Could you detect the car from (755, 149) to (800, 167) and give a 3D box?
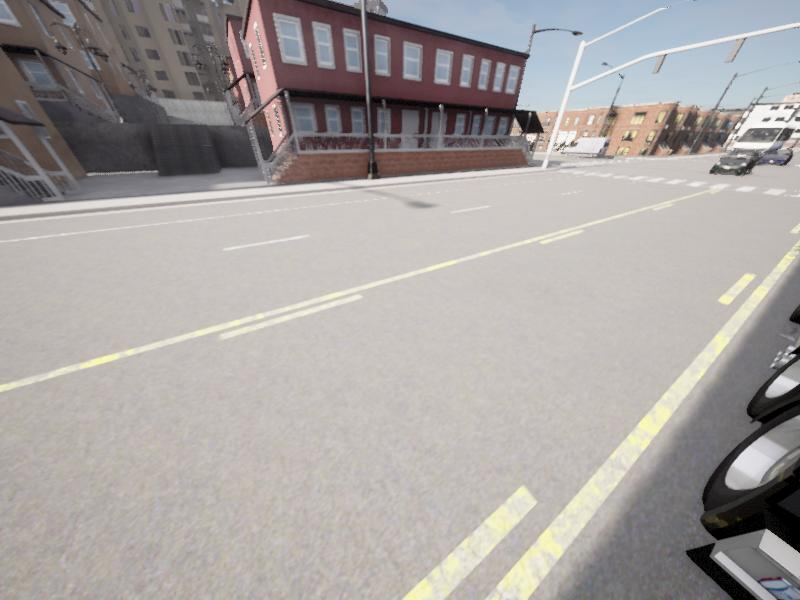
[{"bbox_3d":[42.454,-15.980,25.958,4.193,1.474,1.816,-18,39,-24],"label":"car"}]

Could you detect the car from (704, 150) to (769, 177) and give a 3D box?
[{"bbox_3d":[27.187,-11.054,18.661,3.988,1.617,1.851,-18,39,-24],"label":"car"}]

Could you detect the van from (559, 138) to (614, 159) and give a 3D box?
[{"bbox_3d":[28.791,-23.727,36.050,1.988,2.561,5.915,-18,39,-24],"label":"van"}]

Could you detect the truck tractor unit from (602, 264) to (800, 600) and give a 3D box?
[{"bbox_3d":[5.119,-0.288,0.794,6.516,4.208,3.053,-18,39,-24],"label":"truck tractor unit"}]

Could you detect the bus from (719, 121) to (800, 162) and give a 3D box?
[{"bbox_3d":[50.945,-22.119,32.403,10.273,4.253,3.944,-18,39,-24],"label":"bus"}]
